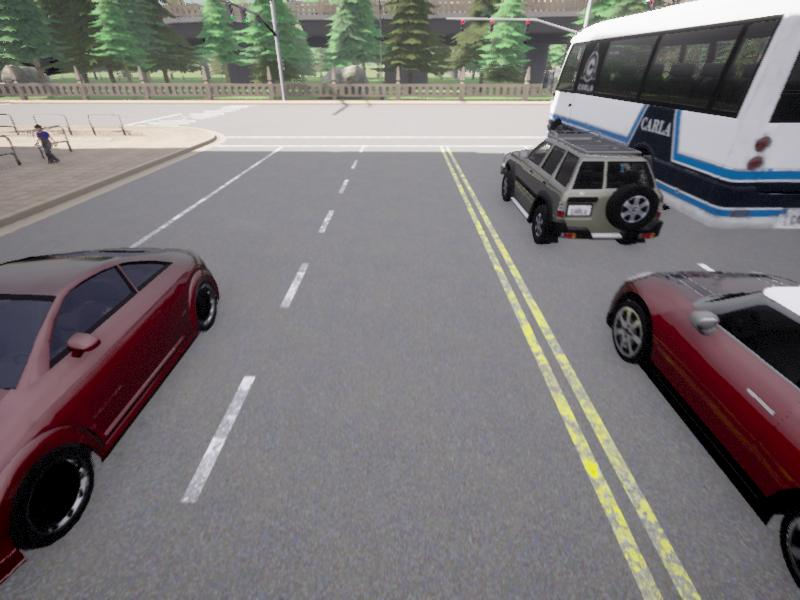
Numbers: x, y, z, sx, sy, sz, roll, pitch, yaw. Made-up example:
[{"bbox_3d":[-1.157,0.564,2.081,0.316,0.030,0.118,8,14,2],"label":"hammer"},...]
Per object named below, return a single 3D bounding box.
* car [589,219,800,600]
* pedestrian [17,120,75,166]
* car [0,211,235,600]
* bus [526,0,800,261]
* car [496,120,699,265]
[{"bbox_3d":[3.551,0.641,3.443,1.970,1.475,3.806,0,30,0],"label":"car"},{"bbox_3d":[-11.665,-5.195,13.221,0.751,1.300,0.751,1,30,1],"label":"pedestrian"},{"bbox_3d":[-3.456,0.480,3.812,1.994,1.385,4.181,0,30,0],"label":"car"},{"bbox_3d":[6.994,-5.119,10.543,3.944,4.253,10.273,0,30,0],"label":"bus"},{"bbox_3d":[3.594,-2.572,8.535,1.932,1.855,4.605,0,30,0],"label":"car"}]
